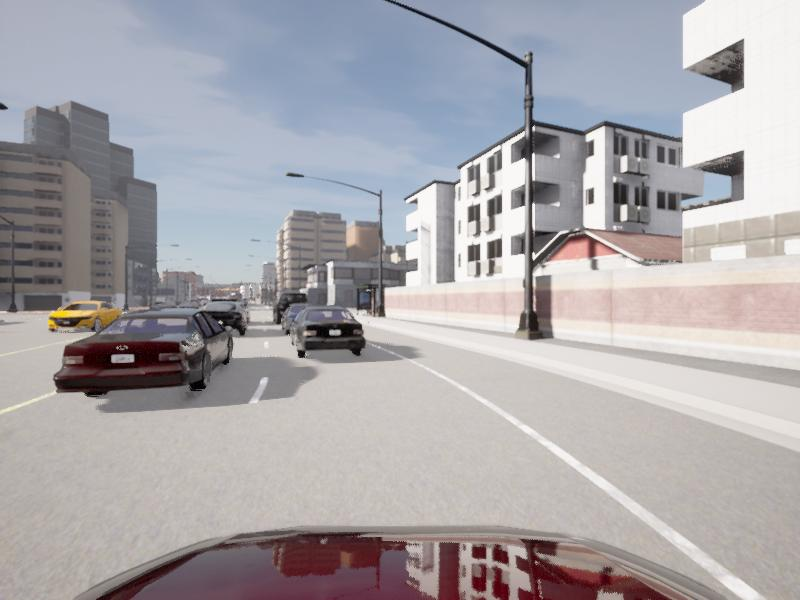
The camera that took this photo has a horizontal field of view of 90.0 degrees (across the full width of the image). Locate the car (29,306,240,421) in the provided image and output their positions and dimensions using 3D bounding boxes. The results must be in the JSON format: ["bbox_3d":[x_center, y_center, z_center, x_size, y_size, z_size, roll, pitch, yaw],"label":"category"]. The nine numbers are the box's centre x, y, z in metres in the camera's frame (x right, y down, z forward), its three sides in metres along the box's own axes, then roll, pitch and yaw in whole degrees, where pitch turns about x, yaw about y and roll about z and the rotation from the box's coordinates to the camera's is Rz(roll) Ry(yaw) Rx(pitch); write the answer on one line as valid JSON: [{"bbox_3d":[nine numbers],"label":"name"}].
[{"bbox_3d":[-4.652,0.887,8.146,2.033,1.411,5.357,0,0,-16],"label":"car"}]

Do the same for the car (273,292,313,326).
[{"bbox_3d":[-7.323,0.541,26.965,2.150,2.045,5.566,0,0,-20],"label":"car"}]

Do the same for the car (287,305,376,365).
[{"bbox_3d":[-2.424,0.881,12.610,2.033,1.411,5.357,0,0,-18],"label":"car"}]

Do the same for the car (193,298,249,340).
[{"bbox_3d":[-8.171,0.752,18.690,1.930,1.638,5.238,0,0,-19],"label":"car"}]

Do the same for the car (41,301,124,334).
[{"bbox_3d":[-16.378,0.802,21.002,1.882,1.535,5.008,0,0,-20],"label":"car"}]

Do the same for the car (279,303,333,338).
[{"bbox_3d":[-4.748,0.874,19.561,2.033,1.411,5.357,0,0,-19],"label":"car"}]

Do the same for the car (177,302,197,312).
[{"bbox_3d":[-30.739,0.951,57.748,2.033,1.411,5.357,0,-1,-22],"label":"car"}]

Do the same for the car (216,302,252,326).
[{"bbox_3d":[-10.974,0.868,26.773,2.033,1.411,5.357,0,0,-20],"label":"car"}]
